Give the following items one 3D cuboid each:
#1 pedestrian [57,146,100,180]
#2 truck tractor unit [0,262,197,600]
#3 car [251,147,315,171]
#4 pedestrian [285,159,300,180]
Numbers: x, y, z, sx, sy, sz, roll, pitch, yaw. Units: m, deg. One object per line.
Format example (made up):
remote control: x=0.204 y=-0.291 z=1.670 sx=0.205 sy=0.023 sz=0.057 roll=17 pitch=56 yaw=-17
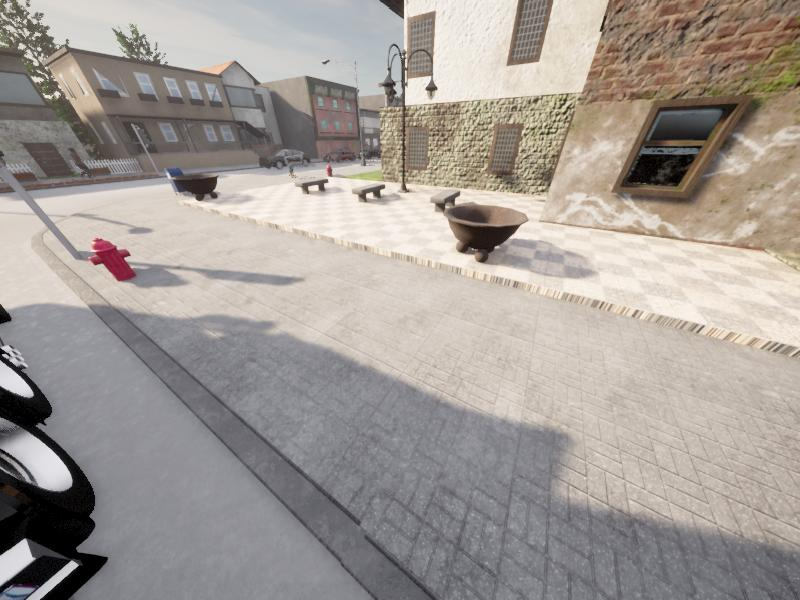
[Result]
pedestrian: x=-20.868 y=-8.898 z=15.039 sx=0.751 sy=1.860 sz=0.751 roll=19 pitch=39 yaw=25
truck tractor unit: x=-5.108 y=-0.303 z=0.784 sx=6.516 sy=4.208 sz=3.053 roll=18 pitch=39 yaw=24
car: x=-11.196 y=-13.892 z=22.586 sx=1.930 sy=1.638 sz=5.238 roll=18 pitch=39 yaw=24
pedestrian: x=-6.938 y=-8.434 z=14.953 sx=0.500 sy=1.100 sz=0.500 roll=29 pitch=44 yaw=35
